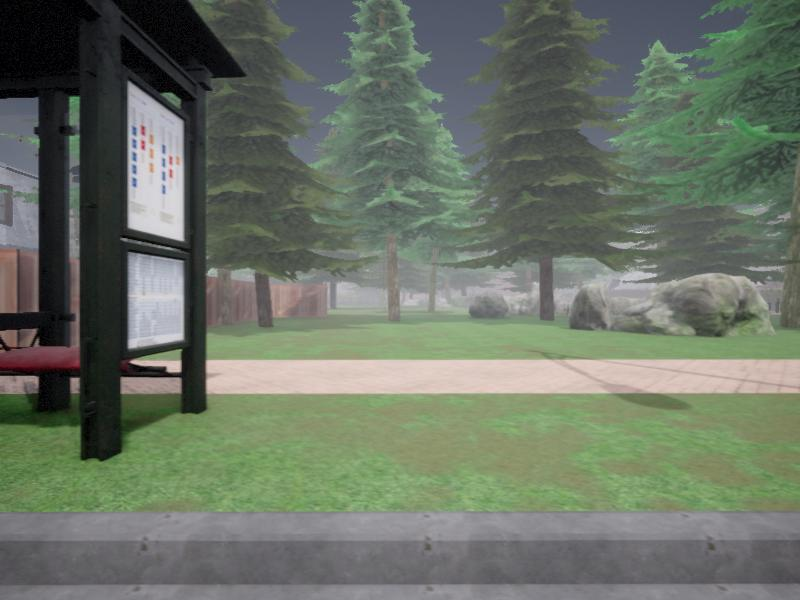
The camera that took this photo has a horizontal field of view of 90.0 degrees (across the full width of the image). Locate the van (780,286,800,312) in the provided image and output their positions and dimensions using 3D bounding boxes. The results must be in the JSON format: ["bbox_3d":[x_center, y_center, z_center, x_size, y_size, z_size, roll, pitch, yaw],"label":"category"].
[{"bbox_3d":[31.420,-0.056,29.886,1.775,1.987,4.442,0,0,-1],"label":"van"}]

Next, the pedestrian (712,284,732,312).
[{"bbox_3d":[21.613,-0.158,26.825,0.751,1.860,0.751,0,0,3],"label":"pedestrian"}]
